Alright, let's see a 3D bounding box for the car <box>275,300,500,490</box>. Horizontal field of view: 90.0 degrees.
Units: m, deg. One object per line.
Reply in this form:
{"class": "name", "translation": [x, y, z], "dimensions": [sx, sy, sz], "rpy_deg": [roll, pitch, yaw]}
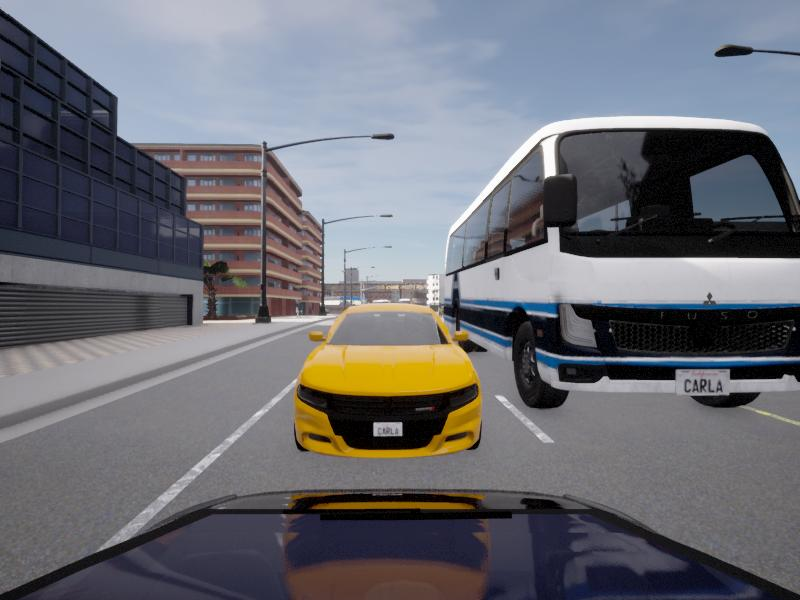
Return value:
{"class": "car", "translation": [-0.158, 0.790, 5.854], "dimensions": [1.882, 1.535, 5.008], "rpy_deg": [0, 1, -1]}

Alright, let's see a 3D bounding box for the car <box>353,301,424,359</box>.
{"class": "car", "translation": [-0.325, 0.768, 12.619], "dimensions": [1.812, 1.442, 4.674], "rpy_deg": [0, 1, -1]}

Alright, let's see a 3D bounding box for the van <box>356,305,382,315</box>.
{"class": "van", "translation": [-7.651, 2.373, 99.183], "dimensions": [6.366, 2.431, 2.351], "rpy_deg": [0, -1, -2]}

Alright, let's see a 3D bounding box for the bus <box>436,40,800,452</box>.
{"class": "bus", "translation": [3.384, -0.601, 9.306], "dimensions": [3.944, 4.253, 10.273], "rpy_deg": [0, 1, -1]}
